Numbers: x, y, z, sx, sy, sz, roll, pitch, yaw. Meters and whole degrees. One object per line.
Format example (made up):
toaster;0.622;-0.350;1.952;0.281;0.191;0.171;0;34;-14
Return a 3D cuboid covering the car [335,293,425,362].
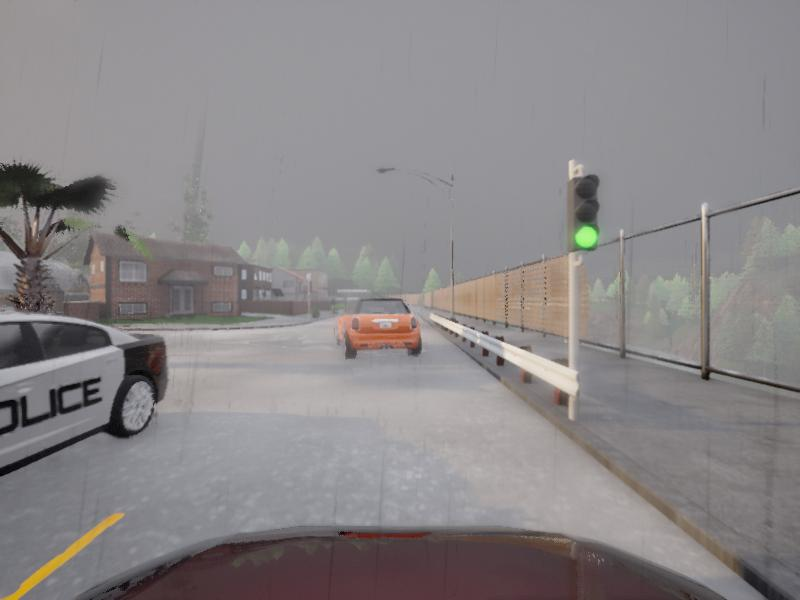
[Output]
car;-0.866;0.697;12.719;2.097;1.767;4.553;0;0;-13

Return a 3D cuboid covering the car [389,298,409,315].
car;-0.107;0.705;45.688;2.097;1.767;4.553;0;0;0

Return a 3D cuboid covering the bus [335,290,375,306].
bus;-11.746;-0.514;105.227;10.273;4.253;3.944;0;0;0

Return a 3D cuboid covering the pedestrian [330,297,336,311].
pedestrian;-8.708;0.545;52.021;0.751;1.860;0.751;0;0;-1

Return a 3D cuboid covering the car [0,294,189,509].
car;-4.005;0.772;3.155;1.930;1.638;5.238;0;0;0
